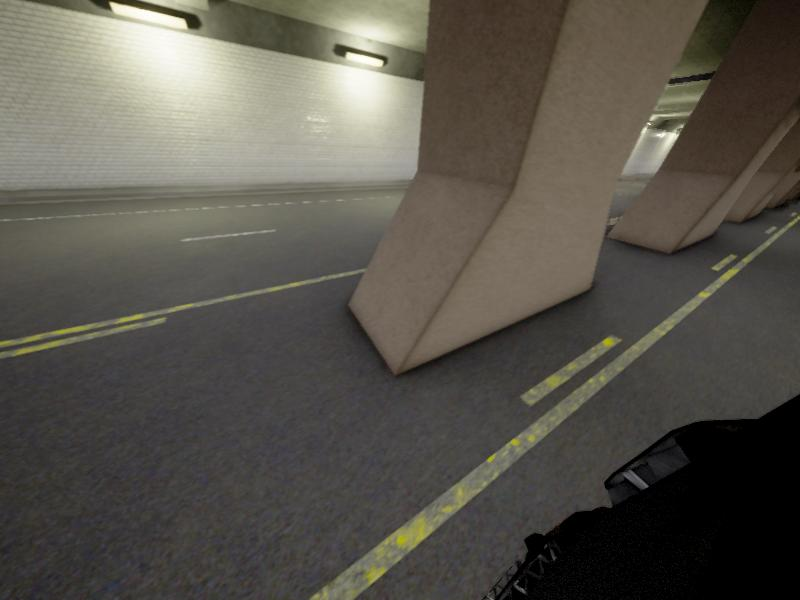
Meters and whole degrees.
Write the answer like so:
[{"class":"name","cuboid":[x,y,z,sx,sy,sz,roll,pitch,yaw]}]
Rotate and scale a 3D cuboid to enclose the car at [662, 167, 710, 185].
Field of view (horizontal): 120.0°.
[{"class":"car","cuboid":[31.612,-13.742,25.532,4.892,1.490,1.837,-16,38,-26]}]
